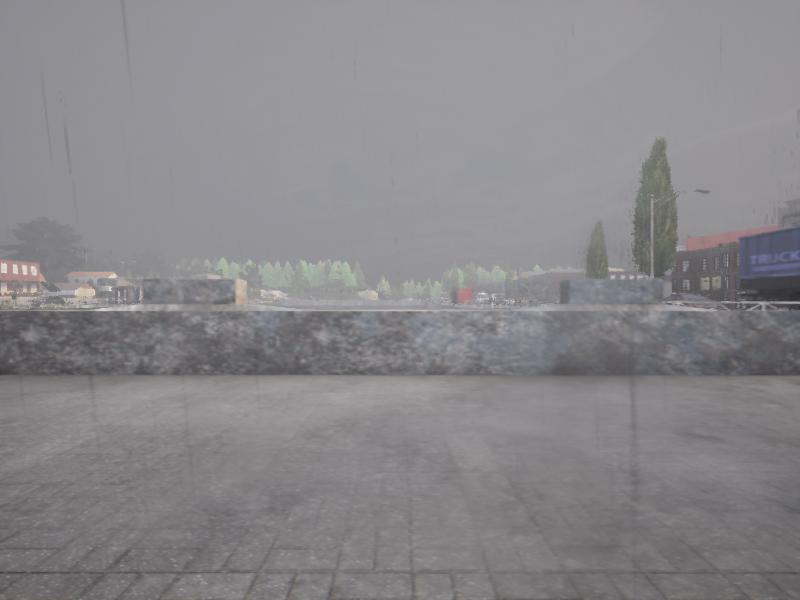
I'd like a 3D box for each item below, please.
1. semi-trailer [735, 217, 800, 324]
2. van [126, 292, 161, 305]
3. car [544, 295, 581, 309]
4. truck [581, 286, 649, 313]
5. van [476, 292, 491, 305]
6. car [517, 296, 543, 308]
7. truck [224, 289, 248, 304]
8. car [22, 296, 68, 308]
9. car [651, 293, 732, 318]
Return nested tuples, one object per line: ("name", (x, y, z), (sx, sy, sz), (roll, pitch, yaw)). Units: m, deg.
("semi-trailer", (17.988, -1.211, 12.585), (2.717, 4.402, 14.254), (0, 0, -1))
("van", (-47.755, -0.244, 74.618), (2.351, 2.431, 6.366), (0, 0, 0))
("car", (17.942, 0.243, 44.383), (2.128, 1.511, 4.902), (0, 0, 0))
("truck", (17.939, -0.053, 33.906), (2.390, 2.098, 6.274), (0, 0, 0))
("van", (17.947, -0.294, 86.604), (1.988, 2.561, 5.915), (0, 0, 0))
("car", (17.945, 0.207, 55.534), (1.801, 1.575, 5.366), (0, 0, 0))
("truck", (-43.729, -0.941, 106.785), (2.891, 3.827, 8.468), (0, 0, 0))
("car", (-47.765, 0.223, 53.978), (1.837, 1.490, 4.892), (0, 0, 0))
("car", (17.938, 0.314, 24.897), (1.994, 1.385, 4.181), (0, 0, 0))
